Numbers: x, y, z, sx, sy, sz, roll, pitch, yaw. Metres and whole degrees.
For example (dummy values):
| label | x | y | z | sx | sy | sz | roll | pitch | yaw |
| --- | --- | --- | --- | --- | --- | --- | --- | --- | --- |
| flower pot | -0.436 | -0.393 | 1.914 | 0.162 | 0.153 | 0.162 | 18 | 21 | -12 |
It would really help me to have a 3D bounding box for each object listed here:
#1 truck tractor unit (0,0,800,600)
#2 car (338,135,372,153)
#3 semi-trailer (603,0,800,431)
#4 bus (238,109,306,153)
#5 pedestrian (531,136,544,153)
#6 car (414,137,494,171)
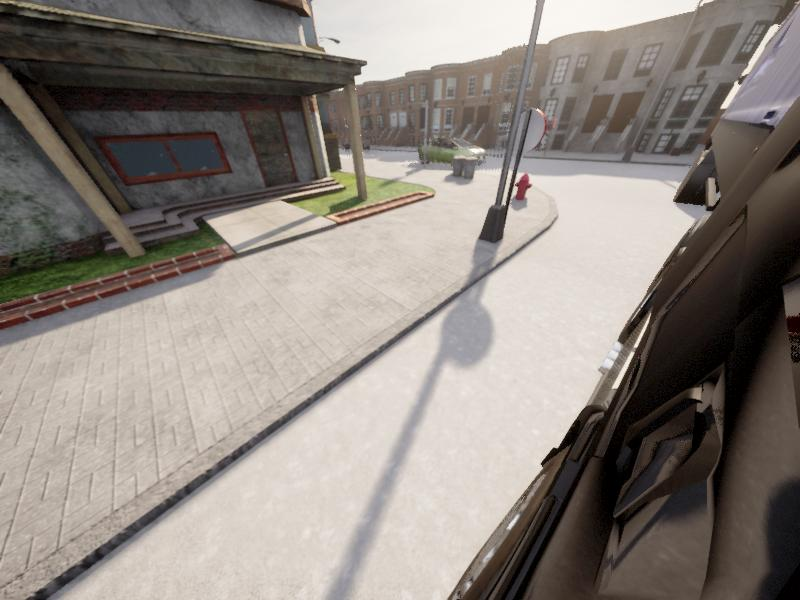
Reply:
| label | x | y | z | sx | sy | sz | roll | pitch | yaw |
| --- | --- | --- | --- | --- | --- | --- | --- | --- | --- |
| truck tractor unit | 2.645 | -0.295 | 0.351 | 6.516 | 4.208 | 3.053 | -28 | 44 | -30 |
| car | -5.129 | -17.800 | 26.291 | 1.845 | 1.501 | 3.633 | -31 | 45 | -33 |
| semi-trailer | 8.440 | -3.759 | 4.480 | 14.254 | 4.402 | 2.717 | -31 | 45 | -33 |
| bus | -17.674 | -23.010 | 31.643 | 3.944 | 4.253 | 10.273 | -31 | 45 | -33 |
| pedestrian | 10.923 | -12.403 | 18.393 | 0.500 | 1.100 | 0.500 | 25 | 45 | 32 |
| car | 3.196 | -9.370 | 14.636 | 2.007 | 1.525 | 4.514 | -31 | 45 | -32 |
